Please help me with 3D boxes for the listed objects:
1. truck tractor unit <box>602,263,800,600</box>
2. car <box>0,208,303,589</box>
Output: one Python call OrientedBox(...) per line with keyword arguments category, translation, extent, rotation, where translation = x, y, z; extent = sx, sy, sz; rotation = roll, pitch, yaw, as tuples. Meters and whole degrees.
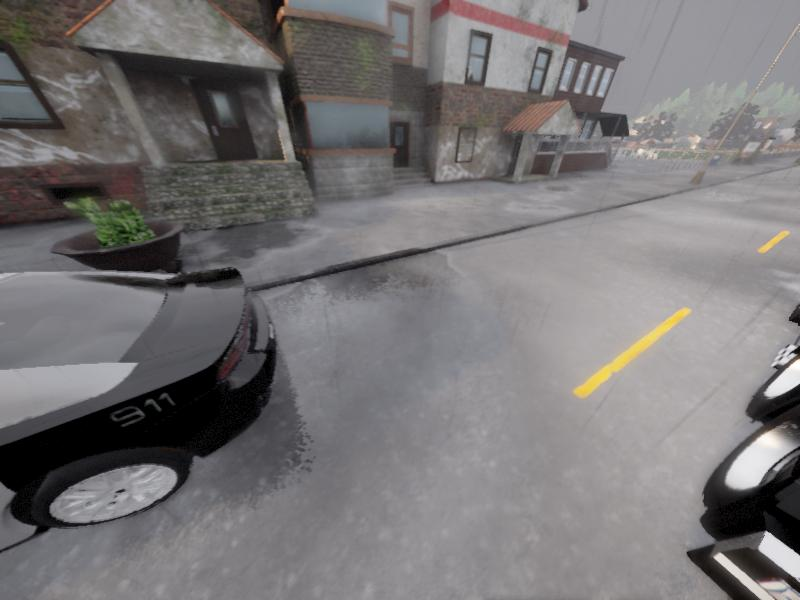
OrientedBox(category="truck tractor unit", translation=(5.107, -0.305, 0.786), extent=(6.516, 4.208, 3.053), rotation=(-18, 39, -24))
OrientedBox(category="car", translation=(-3.655, 0.854, 1.311), extent=(5.238, 1.638, 1.930), rotation=(-18, 39, -24))
